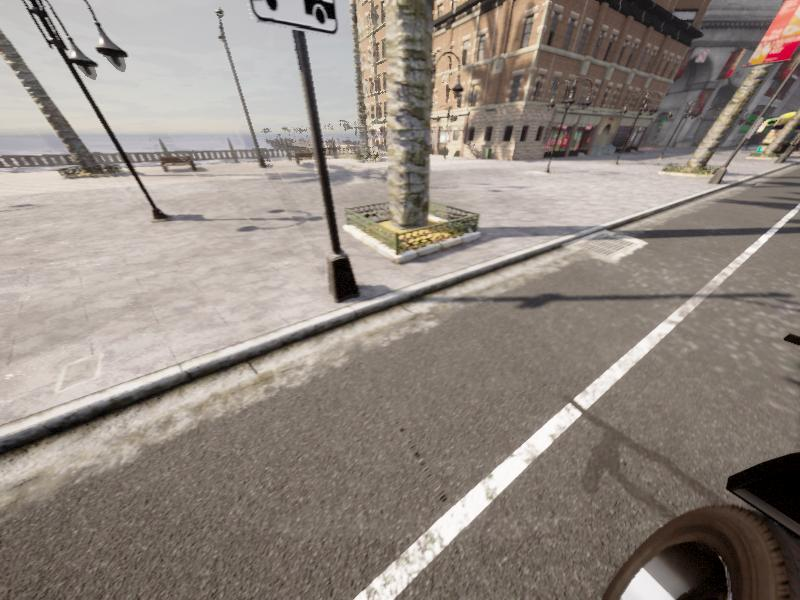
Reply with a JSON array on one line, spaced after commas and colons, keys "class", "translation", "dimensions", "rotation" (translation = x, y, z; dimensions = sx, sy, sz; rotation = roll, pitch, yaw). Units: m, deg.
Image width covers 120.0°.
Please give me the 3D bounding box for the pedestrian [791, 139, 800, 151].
[{"class": "pedestrian", "translation": [63.256, -24.600, 36.286], "dimensions": [0.751, 1.860, 0.751], "rotation": [8, 36, 12]}]
